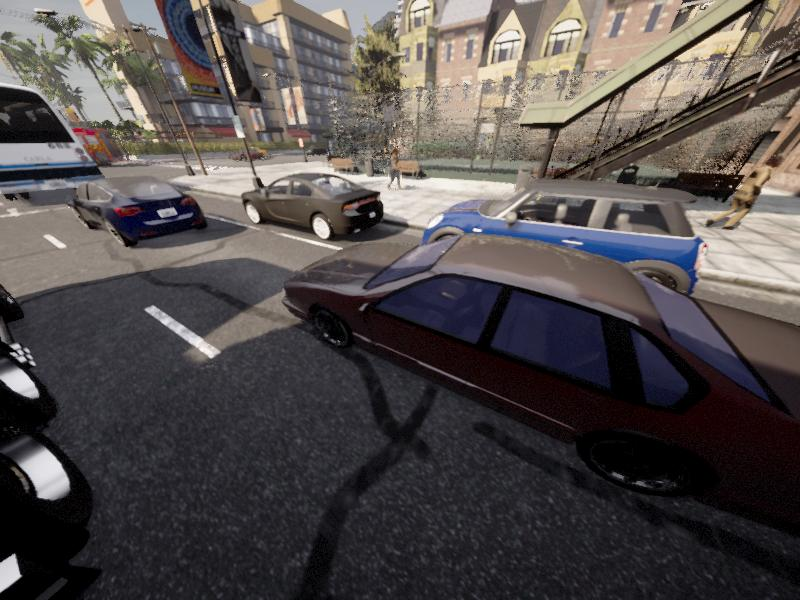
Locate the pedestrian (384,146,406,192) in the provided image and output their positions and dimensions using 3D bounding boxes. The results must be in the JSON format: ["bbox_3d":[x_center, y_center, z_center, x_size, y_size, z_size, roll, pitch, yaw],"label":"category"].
[{"bbox_3d":[-0.216,-6.335,11.226,0.751,1.860,0.751,18,39,24],"label":"pedestrian"}]

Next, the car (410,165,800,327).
[{"bbox_3d":[2.733,-1.500,4.603,4.553,1.767,2.185,18,39,24],"label":"car"}]

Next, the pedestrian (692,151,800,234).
[{"bbox_3d":[9.078,-2.800,6.070,0.751,1.860,0.751,11,36,15],"label":"pedestrian"}]

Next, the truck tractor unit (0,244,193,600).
[{"bbox_3d":[-5.073,-0.338,0.826,6.516,4.208,3.053,20,40,26],"label":"truck tractor unit"}]

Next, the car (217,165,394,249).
[{"bbox_3d":[-2.905,-3.138,7.220,5.008,1.535,2.097,18,39,24],"label":"car"}]

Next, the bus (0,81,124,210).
[{"bbox_3d":[-20.074,-7.844,11.734,10.273,4.253,3.944,18,39,24],"label":"bus"}]

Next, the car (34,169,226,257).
[{"bbox_3d":[-7.962,-2.853,6.886,4.792,1.488,2.163,18,39,24],"label":"car"}]

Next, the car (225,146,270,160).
[{"bbox_3d":[-22.861,-22.316,34.979,1.801,1.575,5.366,18,39,24],"label":"car"}]

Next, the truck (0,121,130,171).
[{"bbox_3d":[-34.866,-15.618,23.409,8.468,3.827,2.891,-14,38,-19],"label":"truck"}]

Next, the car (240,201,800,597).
[{"bbox_3d":[1.002,0.095,2.656,5.357,1.411,2.033,18,39,24],"label":"car"}]

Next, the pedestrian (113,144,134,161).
[{"bbox_3d":[-35.137,-18.763,29.366,0.751,1.860,0.751,6,35,9],"label":"pedestrian"}]

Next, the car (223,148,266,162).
[{"bbox_3d":[-21.178,-19.877,31.636,1.994,1.385,4.181,18,39,24],"label":"car"}]
